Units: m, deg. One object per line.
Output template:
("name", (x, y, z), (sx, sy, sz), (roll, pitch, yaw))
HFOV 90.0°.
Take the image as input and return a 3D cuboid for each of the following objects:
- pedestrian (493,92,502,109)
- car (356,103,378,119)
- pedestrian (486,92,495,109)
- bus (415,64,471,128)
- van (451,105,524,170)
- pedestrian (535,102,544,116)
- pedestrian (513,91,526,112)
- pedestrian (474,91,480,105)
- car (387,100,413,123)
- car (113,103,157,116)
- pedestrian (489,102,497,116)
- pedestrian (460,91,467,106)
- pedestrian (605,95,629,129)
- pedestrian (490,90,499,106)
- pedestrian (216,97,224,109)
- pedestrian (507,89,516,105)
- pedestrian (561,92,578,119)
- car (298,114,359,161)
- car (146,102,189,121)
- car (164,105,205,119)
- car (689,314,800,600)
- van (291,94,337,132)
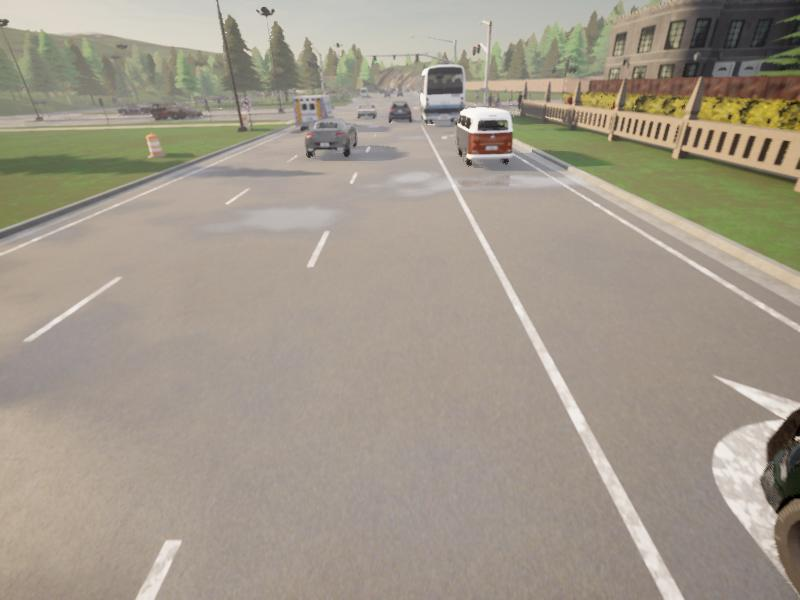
("pedestrian", (11.844, -24.234, 48.624), (0.751, 1.860, 0.751), (-2, 28, -1))
("car", (-3.470, -20.292, 42.907), (1.895, 1.301, 4.718), (-2, 28, 1))
("pedestrian", (11.011, -24.331, 48.846), (0.751, 1.860, 0.751), (-2, 28, 1))
("bus", (3.440, -18.078, 35.236), (3.944, 4.253, 10.273), (-1, 29, 2))
("van", (3.506, -7.052, 17.063), (2.069, 2.038, 4.480), (-2, 28, 1))
("pedestrian", (12.465, -17.100, 35.791), (0.500, 1.100, 0.500), (-1, 28, 2))
("pedestrian", (12.337, -20.500, 41.317), (0.751, 1.860, 0.751), (-15, 31, -22))
("pedestrian", (11.336, -29.770, 59.008), (0.751, 1.860, 0.751), (0, 28, 4))
("car", (0.021, -18.088, 38.196), (2.242, 1.667, 4.611), (-2, 29, 1))
("car", (-41.737, -30.050, 63.119), (5.238, 1.638, 1.930), (-1, 28, 1))
("pedestrian", (8.765, -17.941, 37.590), (0.500, 1.100, 0.500), (-10, 29, -14))
("pedestrian", (9.394, -29.860, 59.227), (0.751, 1.860, 0.751), (-3, 28, -2))
("pedestrian", (13.417, -11.645, 24.789), (0.751, 1.860, 0.751), (0, 28, 3))
("pedestrian", (12.665, -27.159, 53.676), (0.751, 1.860, 0.751), (-8, 29, -10))
("pedestrian", (-33.008, -36.134, 73.269), (0.751, 1.860, 0.751), (1, 28, 5))
("pedestrian", (14.909, -27.227, 53.659), (0.751, 1.860, 0.751), (-4, 28, -4))
("pedestrian", (13.648, -15.648, 32.214), (0.751, 1.860, 0.751), (0, 28, 4))
("car", (-3.489, -8.521, 20.682), (2.152, 1.651, 5.027), (-1, 28, 1))
("car", (-28.755, -23.331, 49.539), (3.866, 1.878, 1.905), (-1, 28, 1))
("car", (-28.351, -24.769, 52.737), (4.181, 1.385, 1.994), (-1, 28, 1))
("car", (3.508, 1.928, 0.905), (2.038, 1.542, 4.974), (-2, 28, 1))
("van", (-6.987, -15.668, 33.340), (2.351, 2.431, 6.366), (-2, 28, 1))
